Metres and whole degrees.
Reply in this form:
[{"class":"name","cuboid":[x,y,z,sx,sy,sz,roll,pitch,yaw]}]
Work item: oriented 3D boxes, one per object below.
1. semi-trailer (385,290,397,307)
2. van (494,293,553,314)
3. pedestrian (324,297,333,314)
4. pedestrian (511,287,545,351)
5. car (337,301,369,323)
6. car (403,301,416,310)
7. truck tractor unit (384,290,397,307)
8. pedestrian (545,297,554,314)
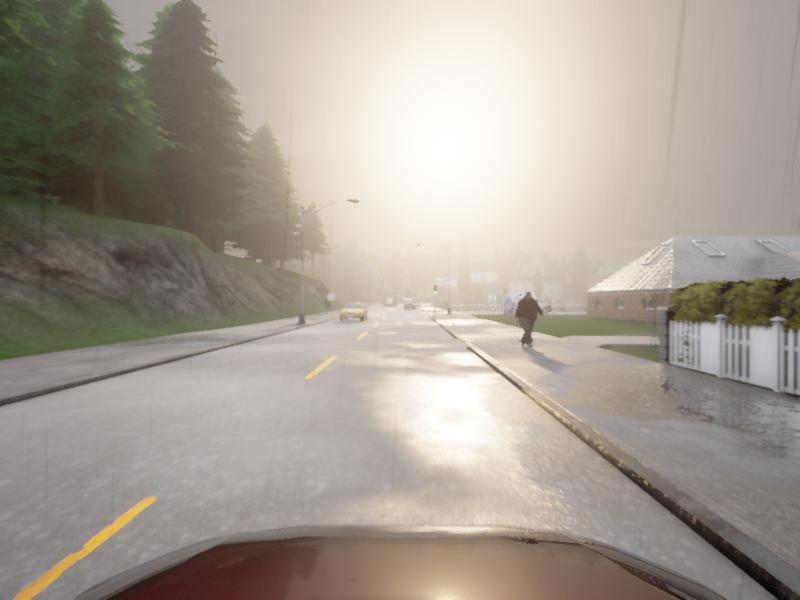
[{"class":"semi-trailer","cuboid":[-2.294,-0.492,112.135,2.717,4.402,14.254,0,0,1]},{"class":"van","cuboid":[14.878,0.436,48.425,6.366,2.431,2.351,0,0,1]},{"class":"pedestrian","cuboid":[-7.517,0.578,42.167,0.751,1.860,0.751,0,0,2]},{"class":"pedestrian","cuboid":[3.849,0.548,12.083,0.751,1.860,0.751,0,0,-2]},{"class":"car","cuboid":[-3.536,0.834,31.050,1.801,1.575,5.366,0,0,0]},{"class":"car","cuboid":[1.651,0.905,71.829,2.038,1.542,4.974,0,0,-1]},{"class":"truck tractor unit","cuboid":[-2.472,-0.393,104.220,3.053,4.208,6.516,0,0,1]},{"class":"pedestrian","cuboid":[16.246,0.587,43.416,0.751,1.860,0.751,0,0,6]}]
